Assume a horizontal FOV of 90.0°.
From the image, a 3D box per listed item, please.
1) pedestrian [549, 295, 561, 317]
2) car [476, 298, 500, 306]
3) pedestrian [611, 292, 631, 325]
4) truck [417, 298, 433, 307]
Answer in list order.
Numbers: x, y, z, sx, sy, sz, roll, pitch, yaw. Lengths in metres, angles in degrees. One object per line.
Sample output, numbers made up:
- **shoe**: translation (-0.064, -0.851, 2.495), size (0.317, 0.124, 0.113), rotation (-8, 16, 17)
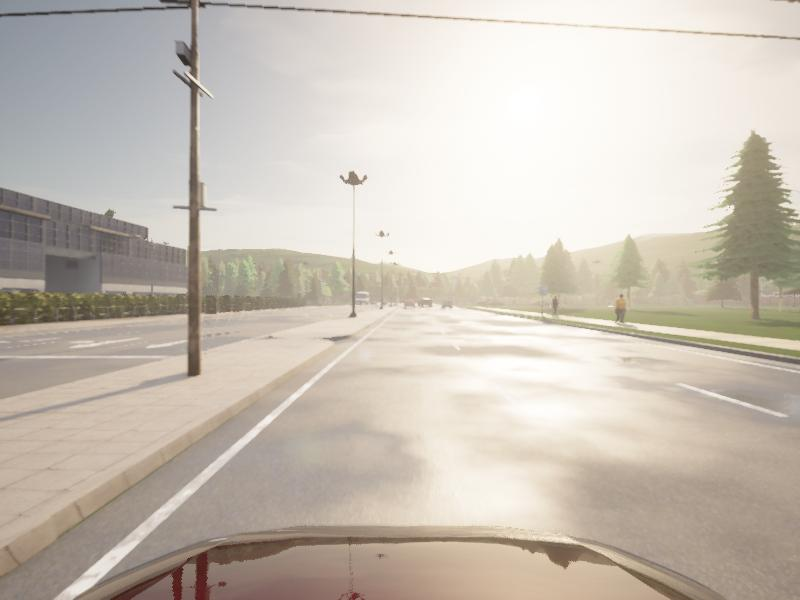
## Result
- **pedestrian**: translation (13.345, 0.485, 34.401), size (0.751, 1.860, 0.751), rotation (0, 0, 3)
- **car**: translation (22.319, 0.571, 101.859), size (5.566, 2.045, 2.150), rotation (0, 0, 2)
- **pedestrian**: translation (12.845, 0.486, 23.274), size (0.751, 1.860, 0.751), rotation (0, 0, 3)
- **truck**: translation (5.499, 0.538, 89.050), size (2.390, 2.098, 6.274), rotation (0, 0, -8)
